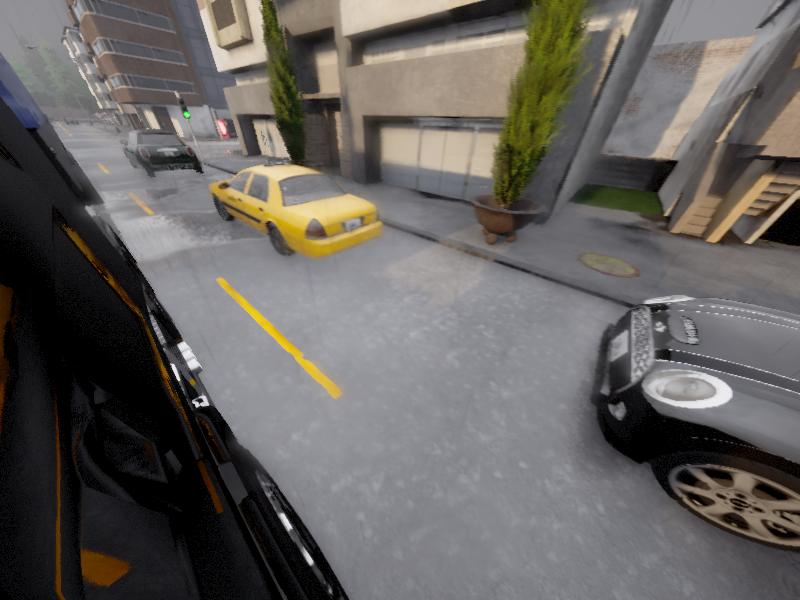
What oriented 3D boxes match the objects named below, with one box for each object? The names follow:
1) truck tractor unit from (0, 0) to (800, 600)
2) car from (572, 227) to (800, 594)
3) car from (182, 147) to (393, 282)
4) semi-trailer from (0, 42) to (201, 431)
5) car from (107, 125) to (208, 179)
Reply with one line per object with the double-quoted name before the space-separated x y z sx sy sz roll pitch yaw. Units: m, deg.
"truck tractor unit" -2.645 -0.295 0.351 6.516 4.208 3.053 28 44 30
"car" 3.622 1.047 1.254 3.806 1.475 1.970 28 43 30
"car" -2.793 -2.417 5.406 5.366 1.575 1.801 28 43 30
"semi-trailer" -8.694 -3.602 4.243 14.254 4.402 2.717 28 44 30
"car" -11.715 -7.259 11.160 4.553 1.767 2.097 28 43 30
